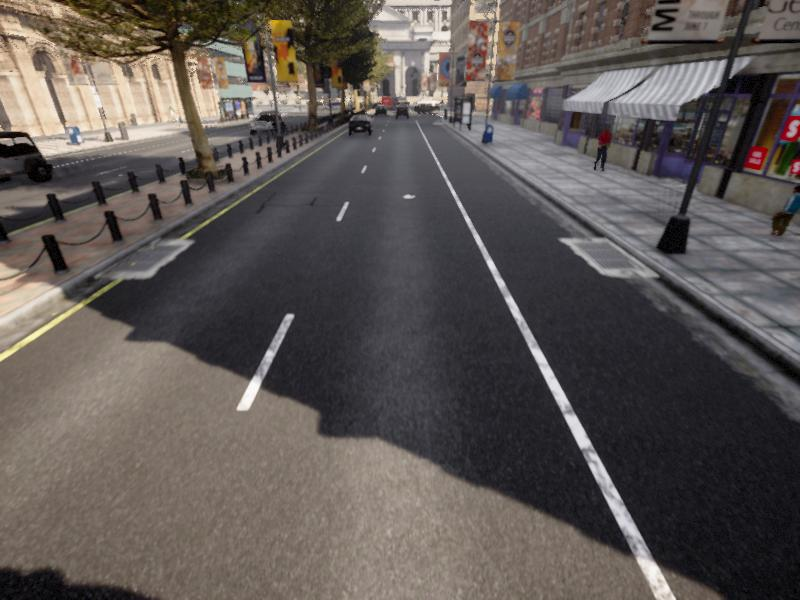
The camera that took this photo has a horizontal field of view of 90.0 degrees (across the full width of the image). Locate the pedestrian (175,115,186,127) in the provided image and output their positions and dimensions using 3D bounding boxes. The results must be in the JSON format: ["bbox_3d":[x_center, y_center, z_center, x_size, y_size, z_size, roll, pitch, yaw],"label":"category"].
[{"bbox_3d":[-22.716,-18.569,41.397,0.500,1.100,0.500,4,28,9],"label":"pedestrian"}]

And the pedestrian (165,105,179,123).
[{"bbox_3d":[-26.616,-21.696,46.691,0.751,1.860,0.751,3,27,7],"label":"pedestrian"}]

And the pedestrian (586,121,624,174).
[{"bbox_3d":[8.085,-6.039,15.850,0.751,1.860,0.751,0,27,1],"label":"pedestrian"}]

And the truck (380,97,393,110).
[{"bbox_3d":[-3.006,-44.838,91.129,2.627,2.467,5.204,0,27,0],"label":"truck"}]

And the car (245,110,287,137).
[{"bbox_3d":[-11.304,-15.174,34.201,1.932,1.855,4.605,0,27,0],"label":"car"}]

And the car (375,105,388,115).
[{"bbox_3d":[-3.128,-31.924,67.109,1.970,1.475,3.806,0,27,0],"label":"car"}]

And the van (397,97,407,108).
[{"bbox_3d":[0.557,-50.907,102.926,2.351,2.431,6.366,0,27,1],"label":"van"}]

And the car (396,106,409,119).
[{"bbox_3d":[0.320,-26.935,57.350,1.837,1.490,4.892,0,27,0],"label":"car"}]

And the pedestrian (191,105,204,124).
[{"bbox_3d":[-22.583,-20.655,44.621,0.751,1.860,0.751,1,27,3],"label":"pedestrian"}]

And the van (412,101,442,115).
[{"bbox_3d":[4.407,-31.635,65.852,4.480,2.038,2.069,23,35,38],"label":"van"}]

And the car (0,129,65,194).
[{"bbox_3d":[-14.906,-5.029,14.503,1.905,1.878,3.866,0,27,0],"label":"car"}]

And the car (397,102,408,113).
[{"bbox_3d":[0.406,-35.403,73.655,1.930,1.638,5.238,0,27,0],"label":"car"}]

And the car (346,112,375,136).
[{"bbox_3d":[-3.292,-15.239,34.493,1.930,1.638,5.238,0,27,0],"label":"car"}]

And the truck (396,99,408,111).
[{"bbox_3d":[0.456,-40.840,83.719,2.390,2.098,6.274,0,27,0],"label":"truck"}]

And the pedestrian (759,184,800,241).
[{"bbox_3d":[8.343,-1.862,8.556,0.500,1.100,0.500,-1,27,-1],"label":"pedestrian"}]
